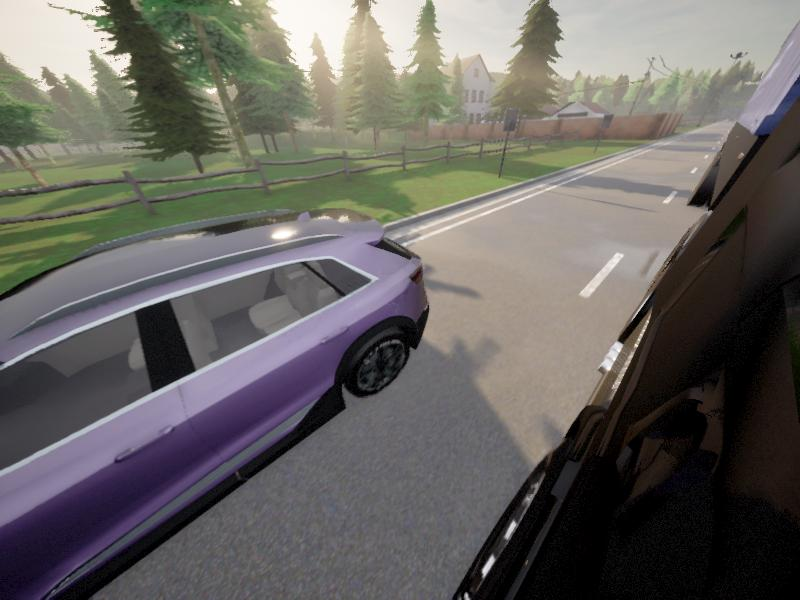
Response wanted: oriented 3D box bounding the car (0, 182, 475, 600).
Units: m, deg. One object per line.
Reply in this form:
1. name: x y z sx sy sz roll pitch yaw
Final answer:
1. car: -1.839 0.438 1.839 4.856 1.649 2.033 -28 43 -31

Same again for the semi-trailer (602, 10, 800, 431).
1. semi-trailer: 8.563 -3.681 4.372 14.254 4.402 2.717 -29 42 -31

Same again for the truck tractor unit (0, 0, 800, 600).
1. truck tractor unit: 2.645 -0.295 0.351 6.516 4.208 3.053 -28 44 -30
